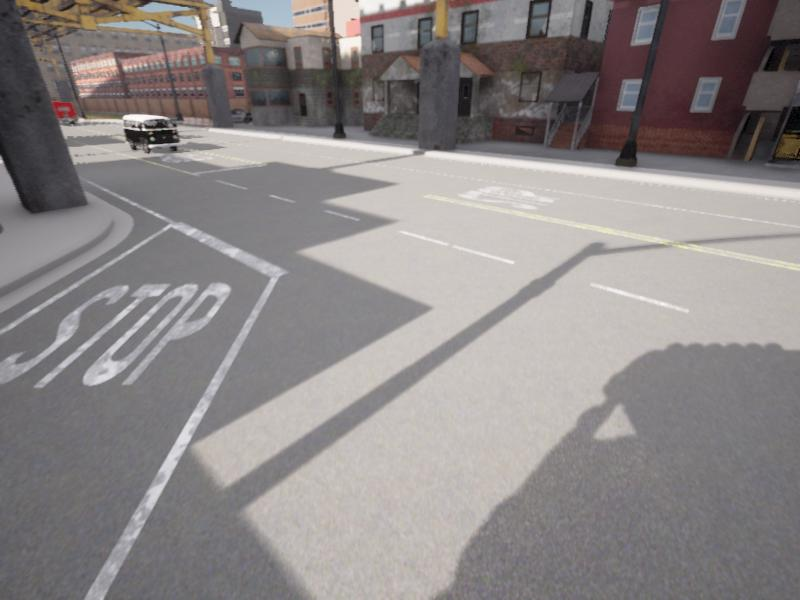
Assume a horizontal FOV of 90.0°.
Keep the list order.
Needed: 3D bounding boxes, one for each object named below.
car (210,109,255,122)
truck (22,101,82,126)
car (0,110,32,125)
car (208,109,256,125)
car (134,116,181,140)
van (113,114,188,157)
[{"bbox_3d":[-19.470,-21.547,46.689,4.536,1.218,1.853,-8,28,-15],"label":"car"},{"bbox_3d":[-40.593,-21.804,46.727,5.204,2.467,2.627,12,29,21],"label":"truck"},{"bbox_3d":[-48.276,-22.517,49.327,3.806,1.475,1.970,3,27,7],"label":"car"},{"bbox_3d":[-19.519,-21.400,46.747,4.974,1.542,2.038,-8,28,-15],"label":"car"},{"bbox_3d":[-19.254,-13.668,31.737,3.633,1.501,1.845,23,35,37],"label":"car"},{"bbox_3d":[-14.864,-9.896,23.801,4.480,2.038,2.069,22,35,37],"label":"van"}]
